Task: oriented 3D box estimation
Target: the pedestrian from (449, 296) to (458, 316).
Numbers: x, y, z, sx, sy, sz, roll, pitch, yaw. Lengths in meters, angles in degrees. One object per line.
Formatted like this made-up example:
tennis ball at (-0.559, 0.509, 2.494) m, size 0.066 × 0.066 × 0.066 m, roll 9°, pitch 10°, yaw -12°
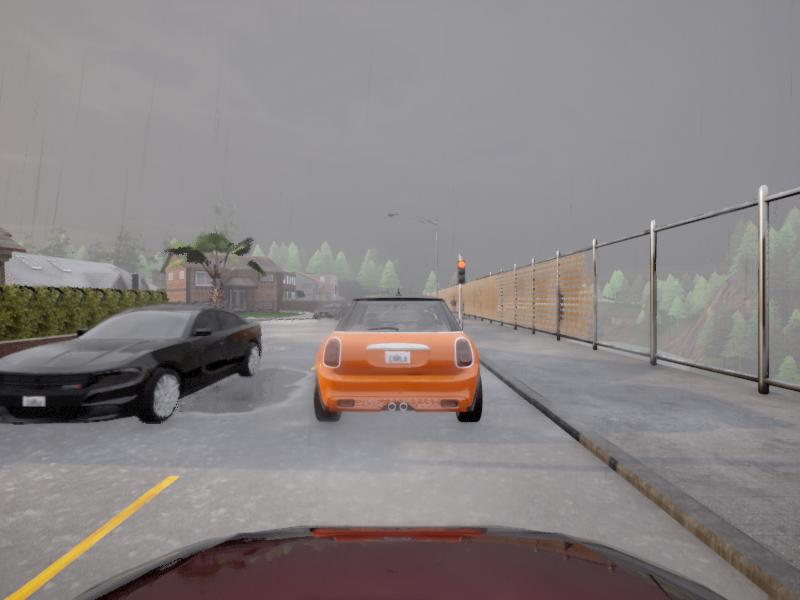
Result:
pedestrian at (4.911, 0.533, 36.483) m, size 0.751 × 1.860 × 0.751 m, roll 0°, pitch 0°, yaw 1°

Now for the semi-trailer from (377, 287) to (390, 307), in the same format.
semi-trailer at (-3.701, -0.617, 92.770) m, size 2.717 × 4.402 × 14.254 m, roll 0°, pitch 0°, yaw -1°

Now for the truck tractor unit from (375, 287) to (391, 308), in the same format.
truck tractor unit at (-3.621, -0.522, 84.858) m, size 3.053 × 4.208 × 6.516 m, roll 0°, pitch 0°, yaw 0°

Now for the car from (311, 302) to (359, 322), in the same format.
car at (-5.045, 0.907, 31.660) m, size 1.994 × 1.385 × 4.181 m, roll 0°, pitch 0°, yaw 19°

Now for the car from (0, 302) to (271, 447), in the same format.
car at (-3.965, 0.823, 6.850) m, size 1.882 × 1.535 × 5.008 m, roll 0°, pitch 0°, yaw 0°

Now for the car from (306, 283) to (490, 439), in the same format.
car at (-0.001, 0.694, 6.836) m, size 2.097 × 1.767 × 4.553 m, roll 0°, pitch 0°, yaw 1°
